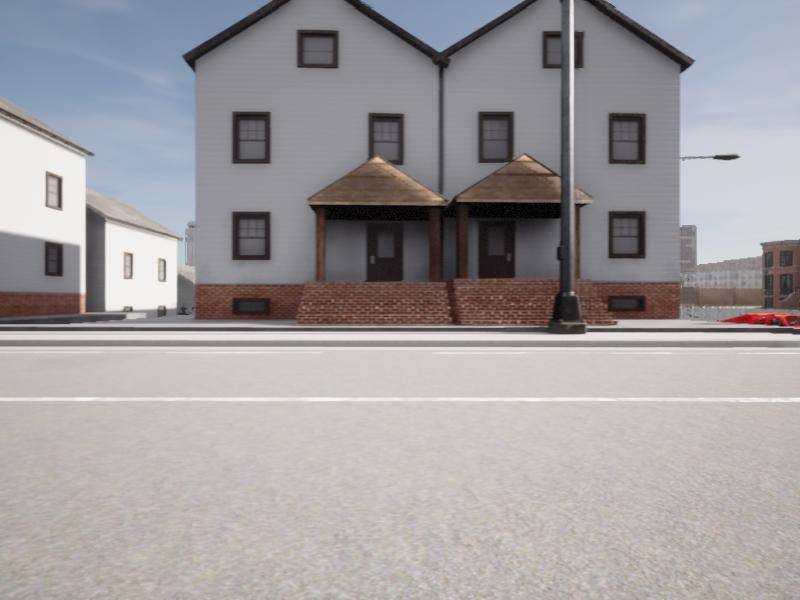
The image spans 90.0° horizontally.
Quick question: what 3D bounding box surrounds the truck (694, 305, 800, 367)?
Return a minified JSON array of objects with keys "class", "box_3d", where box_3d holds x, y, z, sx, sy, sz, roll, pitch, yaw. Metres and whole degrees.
[{"class":"truck","box_3d":[18.718,2.043,20.847,2.627,2.467,5.204,-1,-14,-1]}]
